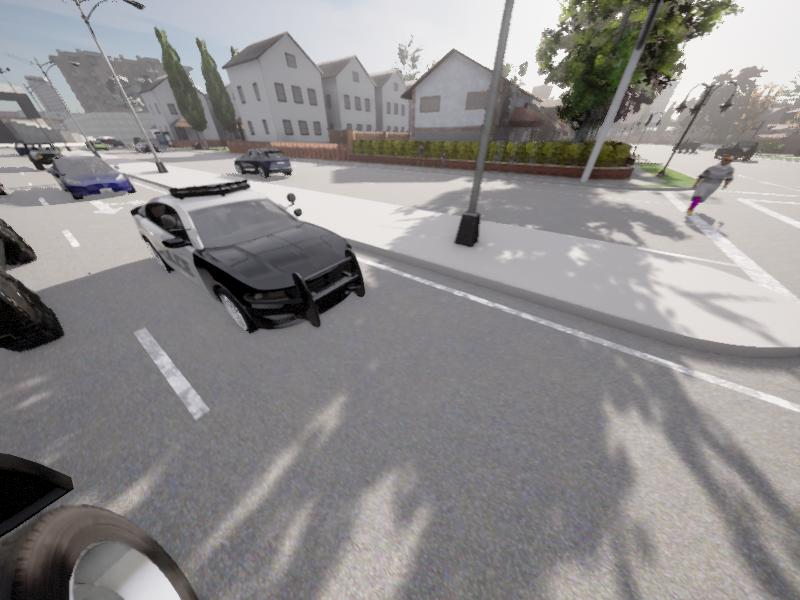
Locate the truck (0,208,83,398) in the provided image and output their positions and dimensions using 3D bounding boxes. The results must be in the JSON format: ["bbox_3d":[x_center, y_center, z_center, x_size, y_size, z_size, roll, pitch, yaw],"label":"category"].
[{"bbox_3d":[-7.105,-0.578,2.853,6.274,2.098,2.390,22,41,28],"label":"truck"}]

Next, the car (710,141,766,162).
[{"bbox_3d":[43.531,-19.377,29.968,2.150,2.045,5.566,22,40,27],"label":"car"}]

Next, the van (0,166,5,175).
[{"bbox_3d":[-29.582,-9.686,15.652,4.480,2.038,2.069,22,40,28],"label":"van"}]

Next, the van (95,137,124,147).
[{"bbox_3d":[-71.751,-39.170,57.150,2.069,2.038,4.480,-9,36,-13],"label":"van"}]

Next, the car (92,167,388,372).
[{"bbox_3d":[-2.898,-1.155,4.101,5.238,1.638,1.930,22,41,28],"label":"car"}]

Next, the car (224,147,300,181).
[{"bbox_3d":[-9.399,-9.406,15.768,4.856,1.649,2.033,22,41,28],"label":"car"}]

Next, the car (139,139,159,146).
[{"bbox_3d":[-69.656,-43.842,64.200,1.845,1.501,3.633,-5,36,-7],"label":"car"}]

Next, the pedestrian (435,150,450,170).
[{"bbox_3d":[3.324,-10.999,18.107,0.751,1.300,0.751,22,41,28],"label":"pedestrian"}]

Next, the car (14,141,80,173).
[{"bbox_3d":[-27.444,-11.219,17.969,3.866,1.878,1.905,22,41,28],"label":"car"}]

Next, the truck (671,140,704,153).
[{"bbox_3d":[56.831,-30.526,45.815,2.390,2.098,6.274,22,41,27],"label":"truck"}]

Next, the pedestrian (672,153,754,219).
[{"bbox_3d":[10.307,-3.806,7.733,0.751,1.860,0.751,26,42,31],"label":"pedestrian"}]

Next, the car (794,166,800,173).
[{"bbox_3d":[32.367,-9.997,16.717,1.932,1.855,4.605,22,40,28],"label":"car"}]

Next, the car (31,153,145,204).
[{"bbox_3d":[-14.443,-5.774,10.701,4.792,1.488,2.163,22,41,28],"label":"car"}]

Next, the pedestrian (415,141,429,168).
[{"bbox_3d":[1.749,-11.811,18.760,0.751,1.860,0.751,24,42,30],"label":"pedestrian"}]

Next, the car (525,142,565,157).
[{"bbox_3d":[18.547,-19.307,29.572,3.806,1.475,1.970,22,41,28],"label":"car"}]

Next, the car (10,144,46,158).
[{"bbox_3d":[-47.833,-19.250,29.718,4.718,1.301,1.895,22,41,28],"label":"car"}]

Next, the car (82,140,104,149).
[{"bbox_3d":[-65.478,-33.254,49.363,2.033,1.411,5.357,-27,44,-33],"label":"car"}]

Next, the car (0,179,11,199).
[{"bbox_3d":[-19.294,-5.238,10.002,4.181,1.385,1.994,22,41,28],"label":"car"}]

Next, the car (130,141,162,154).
[{"bbox_3d":[-40.947,-24.633,37.208,4.974,1.542,2.038,22,41,28],"label":"car"}]

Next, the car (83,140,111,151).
[{"bbox_3d":[-54.094,-27.526,41.212,4.514,1.525,2.007,23,41,28],"label":"car"}]
